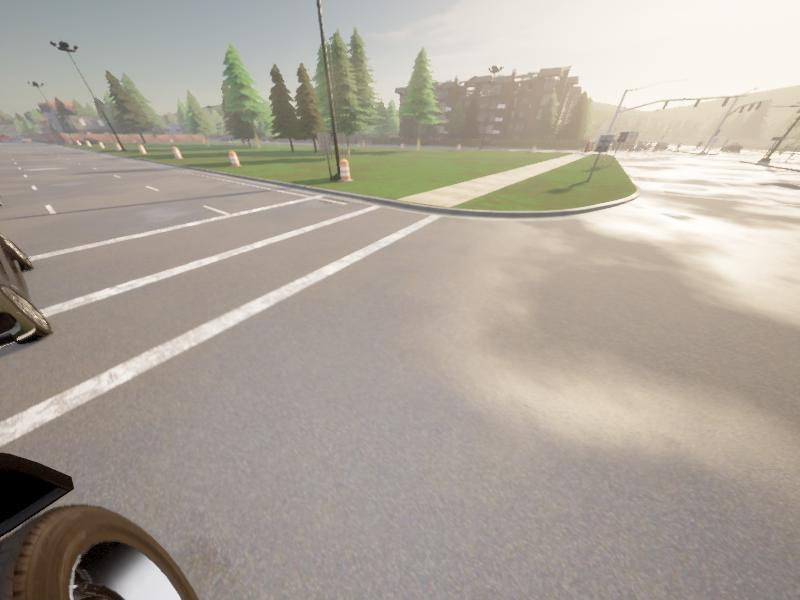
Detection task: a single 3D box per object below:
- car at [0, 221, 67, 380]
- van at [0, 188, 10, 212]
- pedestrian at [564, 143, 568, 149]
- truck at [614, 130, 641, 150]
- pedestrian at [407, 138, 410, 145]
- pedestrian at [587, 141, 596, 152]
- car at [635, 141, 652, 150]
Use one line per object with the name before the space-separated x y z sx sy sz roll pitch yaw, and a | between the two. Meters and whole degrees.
car | -6.910 -0.335 2.911 5.027 1.651 2.152 22 41 28
van | -16.471 -4.380 8.240 4.442 1.987 1.775 22 41 28
pedestrian | 40.043 -37.224 55.771 0.500 1.100 0.500 25 42 31
truck | 55.755 -39.383 56.914 2.891 3.827 8.468 22 41 28
pedestrian | 2.810 -52.949 77.061 0.751 1.860 0.751 23 41 29
pedestrian | 38.910 -31.255 46.905 0.751 1.860 0.751 24 42 30
car | 57.945 -36.853 55.046 1.905 1.878 3.866 22 41 28
